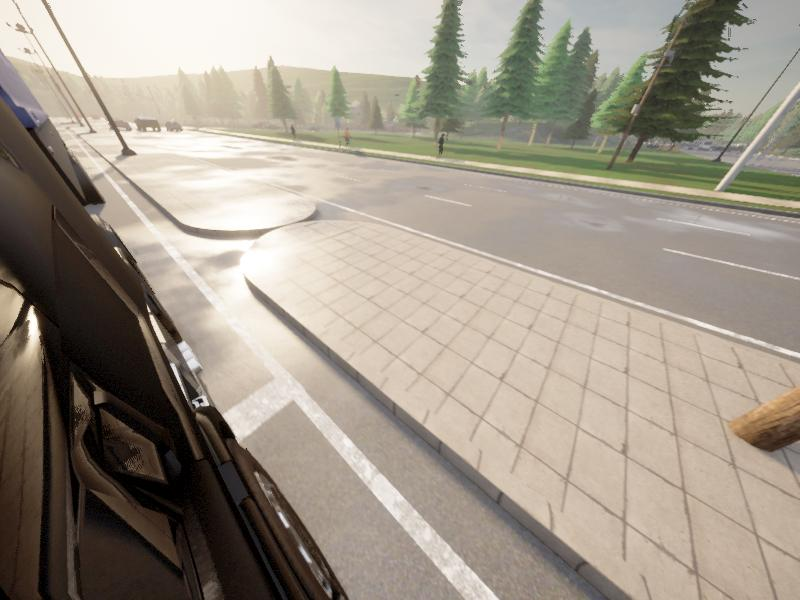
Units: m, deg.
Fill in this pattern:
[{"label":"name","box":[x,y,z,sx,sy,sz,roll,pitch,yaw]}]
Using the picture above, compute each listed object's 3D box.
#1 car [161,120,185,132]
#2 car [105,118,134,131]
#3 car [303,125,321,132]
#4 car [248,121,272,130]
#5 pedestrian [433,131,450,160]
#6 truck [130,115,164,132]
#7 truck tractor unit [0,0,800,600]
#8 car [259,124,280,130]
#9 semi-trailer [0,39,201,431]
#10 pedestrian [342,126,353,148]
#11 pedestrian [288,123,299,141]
[{"label":"car","box":[-42.044,-32.224,42.764,3.988,1.617,1.851,28,44,30]},{"label":"car","box":[-46.910,-29.347,38.605,5.027,1.651,2.152,28,44,30]},{"label":"car","box":[-28.606,-55.783,75.214,2.128,1.511,4.902,29,44,30]},{"label":"car","box":[-44.202,-55.269,73.063,2.150,2.045,5.566,29,44,30]},{"label":"pedestrian","box":[3.300,-12.381,18.552,0.751,1.860,0.751,30,45,31]},{"label":"truck","box":[-44.343,-30.913,40.460,6.274,2.098,2.390,28,44,30]},{"label":"truck tractor unit","box":[-2.645,-0.295,0.352,6.516,4.208,3.053,28,44,30]},{"label":"car","box":[-39.107,-52.030,69.498,1.837,1.490,4.892,29,44,30]},{"label":"semi-trailer","box":[-8.676,-3.616,4.256,14.254,4.402,2.717,28,44,30]},{"label":"pedestrian","box":[-5.561,-17.277,24.546,0.751,1.860,0.751,30,44,31]},{"label":"pedestrian","box":[-13.938,-21.920,30.231,0.751,1.860,0.751,29,44,31]}]
